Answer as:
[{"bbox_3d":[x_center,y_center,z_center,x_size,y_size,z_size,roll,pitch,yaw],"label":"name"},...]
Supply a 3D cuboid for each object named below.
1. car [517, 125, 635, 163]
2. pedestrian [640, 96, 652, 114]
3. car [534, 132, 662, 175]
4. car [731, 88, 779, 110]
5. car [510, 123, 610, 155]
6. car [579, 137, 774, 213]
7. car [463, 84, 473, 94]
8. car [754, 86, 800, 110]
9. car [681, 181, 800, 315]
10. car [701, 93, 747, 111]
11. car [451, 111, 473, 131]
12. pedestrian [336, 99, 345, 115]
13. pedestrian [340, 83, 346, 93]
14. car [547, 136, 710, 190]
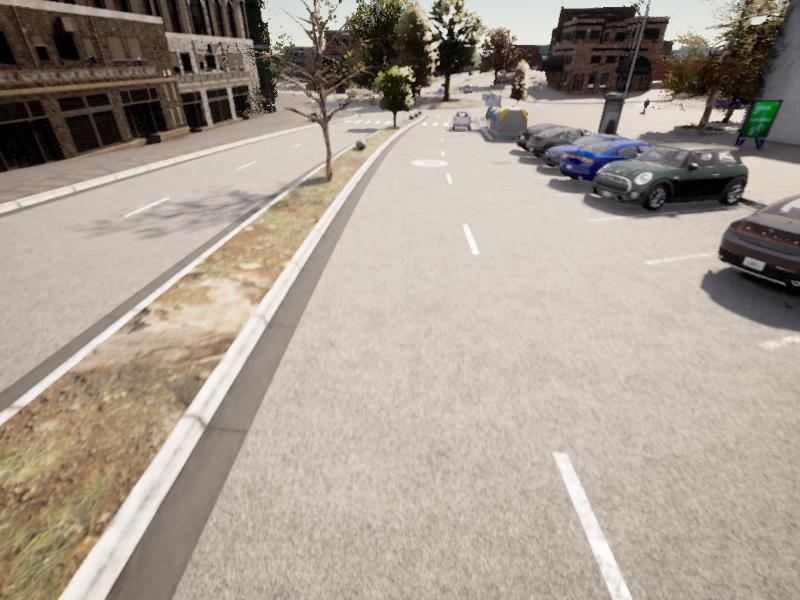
[{"bbox_3d":[8.819,-7.917,20.258,4.892,1.521,2.231,-6,28,-14],"label":"car"},{"bbox_3d":[29.820,-23.642,48.532,0.751,1.860,0.751,14,34,21],"label":"pedestrian"},{"bbox_3d":[8.634,-6.528,17.653,4.674,1.452,2.002,-6,29,-15],"label":"car"},{"bbox_3d":[43.438,-24.674,49.089,1.878,1.987,4.442,-1,30,6],"label":"car"},{"bbox_3d":[9.077,-9.245,22.899,4.792,1.488,2.163,-6,28,-14],"label":"car"},{"bbox_3d":[8.361,-3.969,12.348,4.553,1.767,2.185,-7,29,-16],"label":"car"},{"bbox_3d":[15.218,-47.543,90.009,1.851,1.617,3.988,3,32,4],"label":"car"},{"bbox_3d":[46.167,-24.326,48.037,2.435,2.045,5.566,-2,30,6],"label":"car"},{"bbox_3d":[8.125,-1.138,7.160,4.892,1.521,2.231,-7,28,-17],"label":"car"},{"bbox_3d":[40.736,-24.985,50.472,2.097,1.535,5.008,-1,30,6],"label":"car"},{"bbox_3d":[5.794,-16.869,37.533,1.845,1.501,3.633,4,27,6],"label":"car"},{"bbox_3d":[-7.837,-25.427,52.732,0.751,1.860,0.751,-17,35,-26],"label":"pedestrian"},{"bbox_3d":[-12.375,-46.155,86.896,0.751,1.860,0.751,-24,39,-35],"label":"pedestrian"},{"bbox_3d":[8.461,-5.212,15.018,5.008,1.535,2.097,-7,28,-15],"label":"car"}]
